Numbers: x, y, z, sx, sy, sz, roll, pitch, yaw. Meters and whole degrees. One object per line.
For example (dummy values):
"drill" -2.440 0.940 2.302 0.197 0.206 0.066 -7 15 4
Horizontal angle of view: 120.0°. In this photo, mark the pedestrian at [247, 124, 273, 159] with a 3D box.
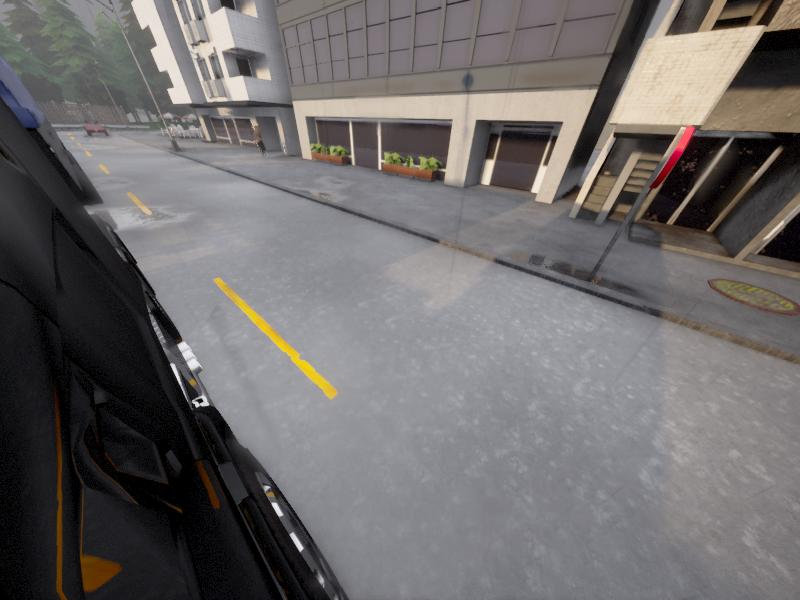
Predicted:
"pedestrian" -9.312 -10.553 15.394 0.751 1.860 0.751 28 44 30

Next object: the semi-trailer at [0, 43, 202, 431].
"semi-trailer" -8.693 -3.610 4.232 14.254 4.402 2.717 28 44 30

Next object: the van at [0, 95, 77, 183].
"van" -16.357 -6.920 9.754 5.915 2.561 1.988 28 44 30

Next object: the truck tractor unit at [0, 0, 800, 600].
"truck tractor unit" -2.645 -0.295 0.351 6.516 4.208 3.053 28 44 30

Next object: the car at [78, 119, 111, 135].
"car" -37.692 -21.368 28.565 1.845 1.501 3.633 -29 47 -35
